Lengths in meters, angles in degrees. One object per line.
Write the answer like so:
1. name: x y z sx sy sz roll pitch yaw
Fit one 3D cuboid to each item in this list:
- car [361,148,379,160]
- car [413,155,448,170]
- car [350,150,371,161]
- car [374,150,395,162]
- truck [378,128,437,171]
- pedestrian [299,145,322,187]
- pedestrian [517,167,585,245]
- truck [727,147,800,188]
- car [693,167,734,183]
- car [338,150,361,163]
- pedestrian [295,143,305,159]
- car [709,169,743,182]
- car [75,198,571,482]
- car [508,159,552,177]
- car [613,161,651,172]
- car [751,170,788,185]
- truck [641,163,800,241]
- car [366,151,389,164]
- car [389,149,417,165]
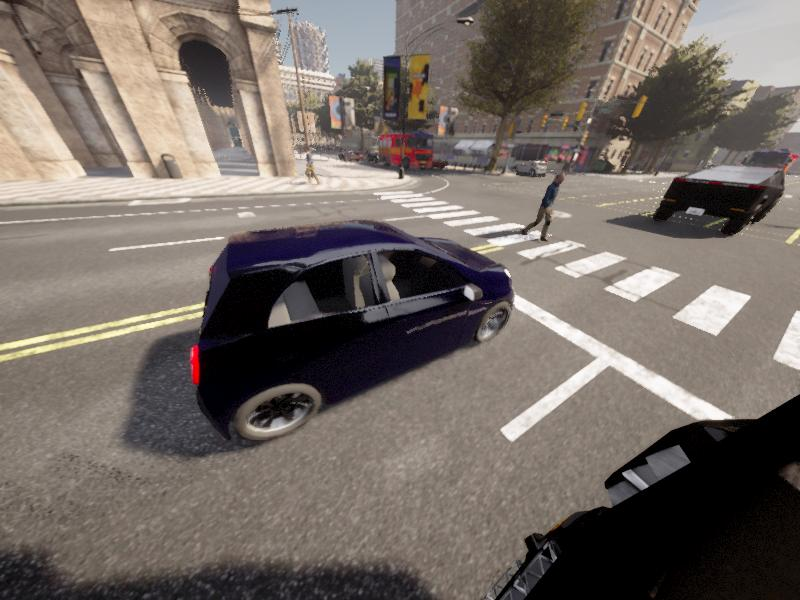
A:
1. car: -5.540 -27.094 42.873 1.851 1.617 3.988 -16 38 -26
2. car: 3.794 -17.589 29.551 1.895 1.301 4.718 -16 38 -26
3. car: -6.627 -24.168 38.599 1.994 1.385 4.181 -16 38 -27
4. car: -2.570 -24.060 38.647 1.970 1.475 3.806 -16 38 -25
5. truck: 0.512 -18.083 27.757 2.891 3.827 8.468 -16 38 -26
6. pedestrian: -4.793 -7.165 12.369 0.751 1.860 0.751 -13 37 -23
7. pedestrian: 4.146 -2.616 6.475 0.751 1.860 0.751 -15 38 -25
8. truck: 44.708 -16.156 28.221 8.468 3.827 2.891 -16 38 -26
9. car: 41.748 -16.651 30.715 5.238 1.638 1.930 -16 38 -27
10. car: -7.641 -21.549 34.634 1.895 1.301 4.718 -16 38 -26
11. pedestrian: -13.438 -20.035 31.092 0.751 1.860 0.751 -15 38 -25
12. car: 47.571 -18.231 33.716 4.674 1.442 1.812 -16 38 -26
13. car: -0.208 -0.154 2.777 3.633 1.501 1.845 -16 38 -26
14. car: 14.875 -15.221 26.665 1.970 1.475 3.806 -11 36 -20
15. car: 48.507 -27.995 48.413 2.038 1.542 4.974 -15 38 -25
16. car: 52.336 -17.410 32.720 5.366 1.575 1.801 -16 38 -26
17. truck: 13.267 -4.232 9.432 6.274 2.098 2.390 -16 38 -26
18. car: -3.338 -20.925 33.868 1.970 1.475 3.806 -16 38 -26
19. car: 0.374 -21.241 34.339 2.097 1.767 4.553 -16 38 -26
